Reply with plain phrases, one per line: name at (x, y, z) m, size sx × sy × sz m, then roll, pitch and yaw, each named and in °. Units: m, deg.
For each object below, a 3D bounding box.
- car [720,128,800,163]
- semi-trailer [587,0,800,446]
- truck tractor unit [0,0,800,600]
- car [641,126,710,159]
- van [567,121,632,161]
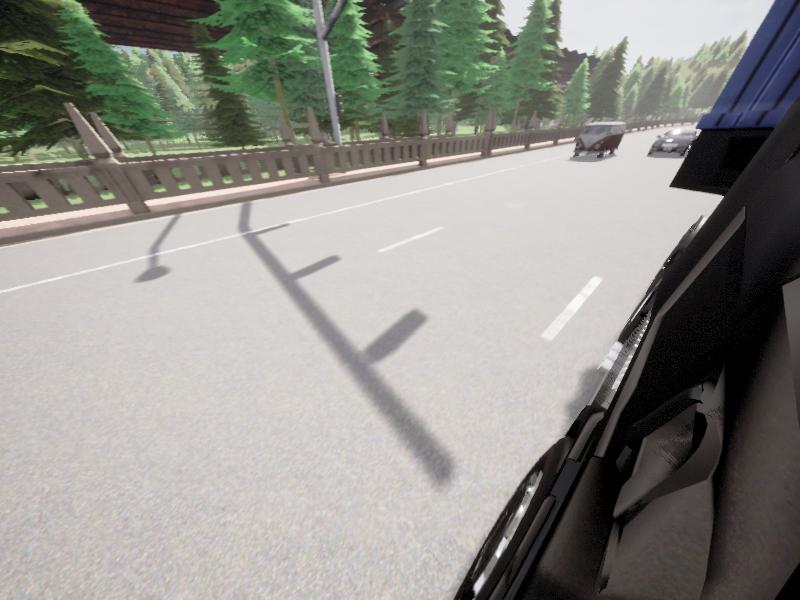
car at (20.740, -9.035, 13.417) m, size 4.181 × 1.385 × 1.994 m, roll -29°, pitch 44°, yaw -31°
semi-trailer at (10.005, -1.966, 2.010) m, size 14.254 × 4.402 × 2.717 m, roll -8°, pitch 36°, yaw -7°
truck tractor unit at (2.645, -0.295, 0.351) m, size 6.516 × 4.208 × 3.053 m, roll -28°, pitch 44°, yaw -30°
car at (18.886, -10.865, 15.826) m, size 4.902 × 1.511 × 2.128 m, roll -29°, pitch 44°, yaw -31°
van at (13.714, -11.013, 15.901) m, size 4.442 × 1.987 × 1.775 m, roll -28°, pitch 44°, yaw -31°
